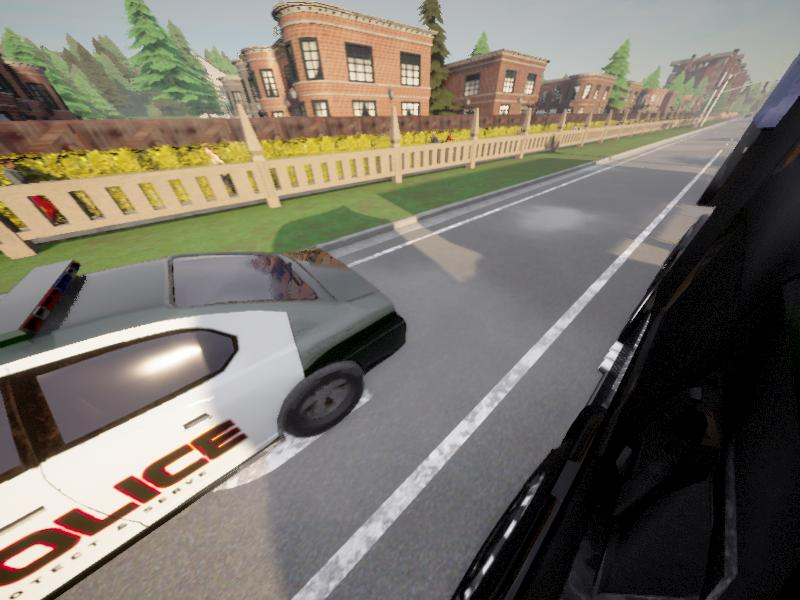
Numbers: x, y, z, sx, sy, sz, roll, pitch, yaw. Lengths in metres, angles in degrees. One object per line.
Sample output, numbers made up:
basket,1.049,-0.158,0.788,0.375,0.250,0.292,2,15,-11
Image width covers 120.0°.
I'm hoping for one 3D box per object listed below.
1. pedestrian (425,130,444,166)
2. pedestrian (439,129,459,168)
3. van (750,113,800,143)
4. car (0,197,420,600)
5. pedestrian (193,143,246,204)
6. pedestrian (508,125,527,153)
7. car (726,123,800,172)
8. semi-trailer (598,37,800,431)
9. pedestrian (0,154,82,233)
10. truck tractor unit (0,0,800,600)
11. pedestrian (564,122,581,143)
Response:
pedestrian,2.179,-9.653,14.706,0.751,1.860,0.751,-28,43,-30
pedestrian,2.933,-9.161,13.993,0.751,1.860,0.751,-28,43,-30
van,33.958,-15.448,20.673,4.442,1.987,1.775,-23,41,-25
car,-2.388,0.742,1.550,4.974,1.542,2.038,-28,43,-30
pedestrian,-6.658,-4.690,8.577,0.751,1.860,0.751,-31,45,-33
pedestrian,9.733,-13.301,19.143,0.751,1.860,0.751,-28,43,-30
car,18.880,-7.782,11.601,5.027,1.651,2.152,-28,43,-30
semi-trailer,8.703,-3.586,4.245,14.254,4.402,2.717,-28,43,-30
pedestrian,-10.470,-3.018,6.566,0.751,1.860,0.751,-28,44,-30
truck tractor unit,2.645,-0.295,0.351,6.516,4.208,3.053,-28,44,-30
pedestrian,18.978,-18.361,25.376,0.751,1.860,0.751,-28,44,-30
